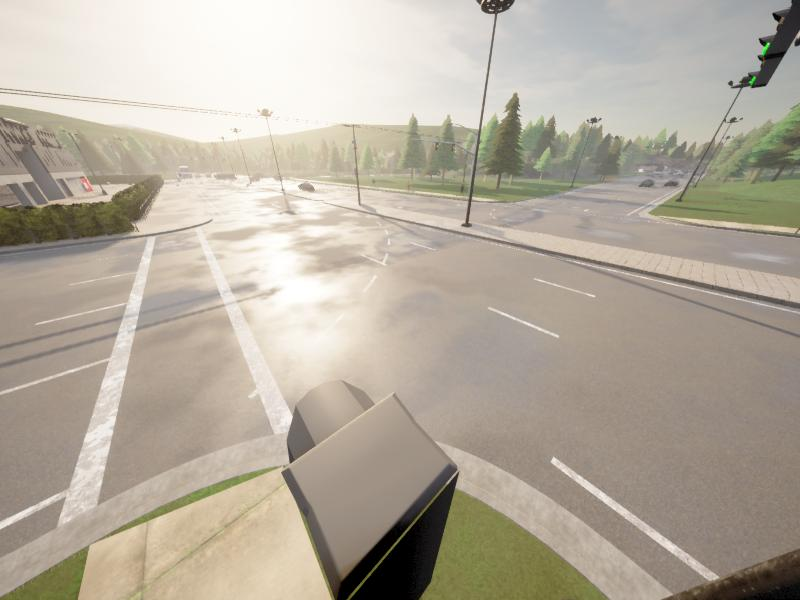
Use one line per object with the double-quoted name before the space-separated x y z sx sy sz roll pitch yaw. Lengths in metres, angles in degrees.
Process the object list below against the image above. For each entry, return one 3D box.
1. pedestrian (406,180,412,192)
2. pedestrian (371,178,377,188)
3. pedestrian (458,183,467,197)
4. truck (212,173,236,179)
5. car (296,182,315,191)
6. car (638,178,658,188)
"pedestrian" 1.557 -20.516 41.427 0.751 1.860 0.751 -22 37 -33
"pedestrian" -5.523 -24.815 48.873 0.751 1.860 0.751 -22 37 -33
"pedestrian" 9.016 -15.968 33.549 0.751 1.860 0.751 -22 36 -33
"truck" -65.313 -46.013 85.705 6.274 2.098 2.390 -10 31 -17
"car" -18.817 -22.652 45.972 1.994 1.385 4.181 -23 37 -34
"car" 57.429 -27.133 53.455 4.856 1.649 2.033 -23 37 -34
